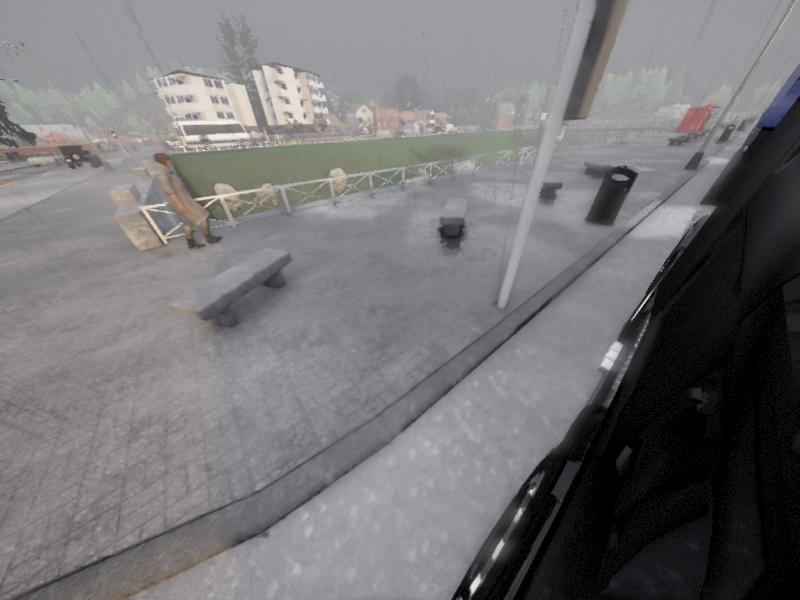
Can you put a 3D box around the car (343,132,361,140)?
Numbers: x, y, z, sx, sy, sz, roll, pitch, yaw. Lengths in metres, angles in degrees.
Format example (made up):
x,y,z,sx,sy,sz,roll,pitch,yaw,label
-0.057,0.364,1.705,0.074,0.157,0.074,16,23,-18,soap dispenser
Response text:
x,y,z,sx,sy,sz,roll,pitch,yaw,label
-12.331,-42.215,59.544,3.806,1.475,1.970,-27,43,-29,car

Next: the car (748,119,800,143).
x,y,z,sx,sy,sz,roll,pitch,yaw,label
33.227,-14.961,20.445,4.902,1.511,2.128,-27,43,-29,car

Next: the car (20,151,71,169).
x,y,z,sx,sy,sz,roll,pitch,yaw,label
-39.506,-15.820,25.934,1.895,1.301,4.718,-27,43,-29,car

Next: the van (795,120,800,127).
x,y,z,sx,sy,sz,roll,pitch,yaw,label
67.248,-29.806,37.428,5.915,2.561,1.988,-27,43,-29,van

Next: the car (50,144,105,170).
x,y,z,sx,sy,sz,roll,pitch,yaw,label
-31.429,-14.113,22.696,1.905,1.878,3.866,-27,43,-29,car

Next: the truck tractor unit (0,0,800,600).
x,y,z,sx,sy,sz,roll,pitch,yaw,label
2.645,-0.295,0.352,6.516,4.208,3.053,-28,44,-30,truck tractor unit

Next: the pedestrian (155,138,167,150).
x,y,z,sx,sy,sz,roll,pitch,yaw,label
-47.199,-30.792,45.667,0.751,1.860,0.751,-12,38,-13,pedestrian

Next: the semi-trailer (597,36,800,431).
x,y,z,sx,sy,sz,roll,pitch,yaw,label
8.746,-3.562,4.195,14.254,4.402,2.717,-27,43,-29,semi-trailer

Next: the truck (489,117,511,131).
x,y,z,sx,sy,sz,roll,pitch,yaw,label
37.271,-65.617,85.916,8.468,3.827,2.891,-27,43,-29,truck

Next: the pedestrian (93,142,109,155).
x,y,z,sx,sy,sz,roll,pitch,yaw,label
-51.313,-25.947,39.621,0.751,1.860,0.751,-26,43,-28,pedestrian

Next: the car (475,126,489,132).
x,y,z,sx,sy,sz,roll,pitch,yaw,label
28.822,-60.315,81.287,4.792,1.488,2.163,-27,43,-29,car

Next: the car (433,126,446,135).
x,y,z,sx,sy,sz,roll,pitch,yaw,label
12.038,-51.848,70.613,3.866,1.878,1.905,-27,43,-29,car

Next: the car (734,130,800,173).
x,y,z,sx,sy,sz,roll,pitch,yaw,label
18.476,-7.317,11.199,4.181,1.385,1.994,-27,43,-29,car

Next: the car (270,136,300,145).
x,y,z,sx,sy,sz,roll,pitch,yaw,label
-25.433,-35.481,51.300,5.357,1.411,2.033,-27,43,-29,car

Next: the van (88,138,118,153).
x,y,z,sx,sy,sz,roll,pitch,yaw,label
-62.654,-32.720,48.873,2.351,2.431,6.366,-27,43,-29,van

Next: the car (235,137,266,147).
x,y,z,sx,sy,sz,roll,pitch,yaw,label
-30.800,-32.672,47.772,4.892,1.490,1.837,-26,43,-28,car

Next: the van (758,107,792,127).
x,y,z,sx,sy,sz,roll,pitch,yaw,label
65.668,-32.089,40.564,5.915,2.561,1.988,-27,43,-29,van

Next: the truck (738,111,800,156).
x,y,z,sx,sy,sz,roll,pitch,yaw,label
25.334,-11.143,15.305,6.274,2.098,2.390,-27,43,-29,truck

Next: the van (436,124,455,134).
x,y,z,sx,sy,sz,roll,pitch,yaw,label
14.978,-56.681,76.425,6.366,2.431,2.351,-27,43,-29,van

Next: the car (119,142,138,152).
x,y,z,sx,sy,sz,roll,pitch,yaw,label
-57.154,-32.278,48.693,1.789,1.549,3.705,-27,43,-29,car

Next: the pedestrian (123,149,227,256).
x,y,z,sx,sy,sz,roll,pitch,yaw,label
-4.573,-2.020,4.845,0.751,1.860,0.751,-29,44,-30,pedestrian

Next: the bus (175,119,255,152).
x,y,z,sx,sy,sz,roll,pitch,yaw,label
-33.220,-30.143,42.234,10.273,4.253,3.944,-23,42,-25,bus

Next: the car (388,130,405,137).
x,y,z,sx,sy,sz,roll,pitch,yaw,label
-1.025,-48.072,66.625,4.892,1.490,1.837,-27,43,-29,car
